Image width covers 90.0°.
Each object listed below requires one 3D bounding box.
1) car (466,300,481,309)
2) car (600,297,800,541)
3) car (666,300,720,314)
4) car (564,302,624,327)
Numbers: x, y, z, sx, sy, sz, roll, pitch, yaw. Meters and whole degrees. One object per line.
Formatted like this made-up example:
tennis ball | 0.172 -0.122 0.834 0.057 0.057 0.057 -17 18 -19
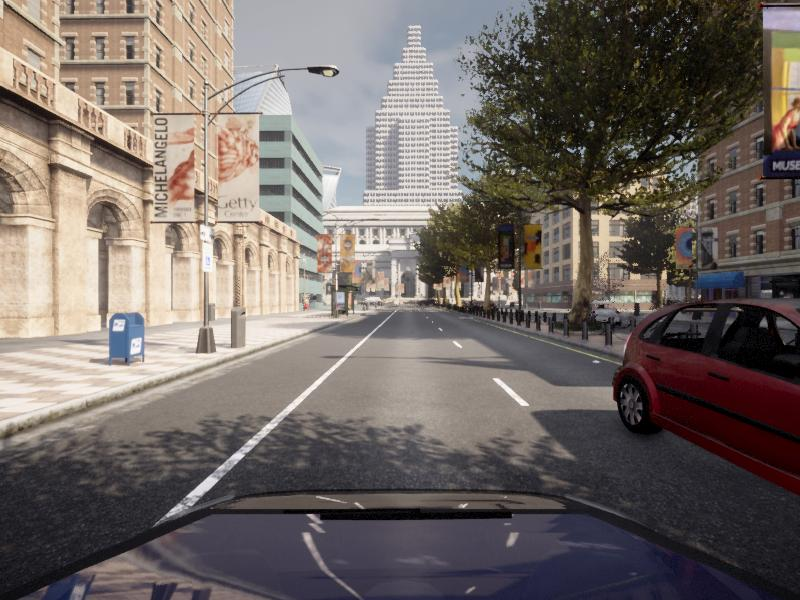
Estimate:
car | 12.915 0.823 70.753 1.882 1.535 5.008 0 0 1
car | 3.587 0.788 3.390 1.851 1.617 3.988 0 0 1
car | 34.731 0.826 47.556 4.974 1.542 2.038 0 0 -1
car | 12.019 0.853 25.066 1.970 1.475 3.806 0 0 1
